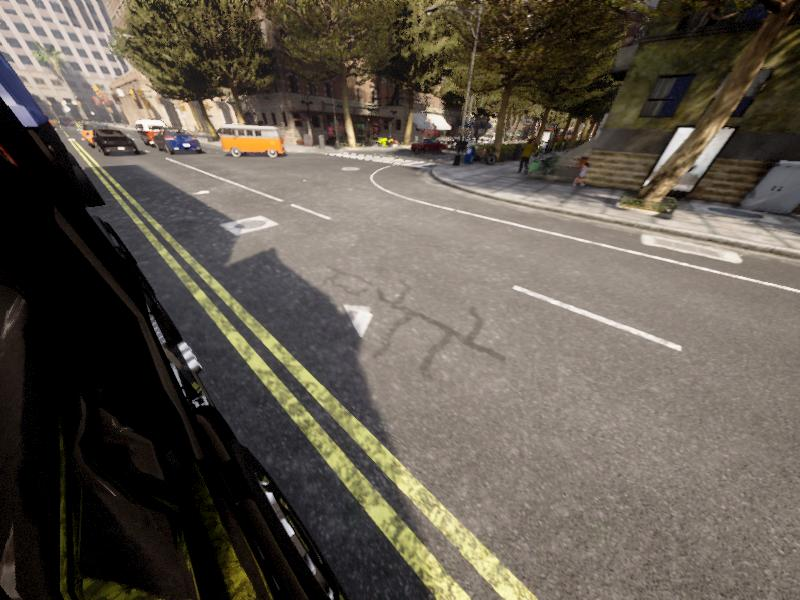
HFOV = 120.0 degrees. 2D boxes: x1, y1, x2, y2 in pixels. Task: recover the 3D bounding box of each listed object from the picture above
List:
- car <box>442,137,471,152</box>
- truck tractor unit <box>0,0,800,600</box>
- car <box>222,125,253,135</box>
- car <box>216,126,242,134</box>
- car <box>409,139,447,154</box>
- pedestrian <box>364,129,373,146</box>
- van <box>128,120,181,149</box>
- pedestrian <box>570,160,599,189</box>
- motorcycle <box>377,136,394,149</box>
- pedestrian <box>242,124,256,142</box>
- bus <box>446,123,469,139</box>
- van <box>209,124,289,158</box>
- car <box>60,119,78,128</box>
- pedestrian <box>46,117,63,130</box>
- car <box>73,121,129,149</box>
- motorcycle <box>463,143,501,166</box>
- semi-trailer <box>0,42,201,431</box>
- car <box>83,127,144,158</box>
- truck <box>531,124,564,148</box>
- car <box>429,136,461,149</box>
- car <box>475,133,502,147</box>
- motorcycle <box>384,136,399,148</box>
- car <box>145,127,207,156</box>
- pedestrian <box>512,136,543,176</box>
[{"bbox_3d":[7.576,-20.849,30.913,1.970,1.475,3.806,28,44,30],"label":"car"},{"bbox_3d":[-2.645,-0.295,0.351,6.516,4.208,3.053,28,44,30],"label":"truck tractor unit"},{"bbox_3d":[-35.556,-37.348,50.816,2.038,1.542,4.974,28,44,30],"label":"car"},{"bbox_3d":[-38.576,-38.454,52.282,1.994,1.385,4.181,28,44,30],"label":"car"},{"bbox_3d":[3.319,-17.898,26.855,1.895,1.301,4.718,28,44,30],"label":"car"},{"bbox_3d":[-4.142,-21.646,30.741,0.751,1.860,0.751,-30,47,-35],"label":"pedestrian"},{"bbox_3d":[-23.211,-15.700,21.838,4.480,2.038,2.069,28,43,30],"label":"van"},{"bbox_3d":[8.497,-5.792,10.665,0.500,1.100,0.500,-18,41,-25],"label":"pedestrian"},{"bbox_3d":[-1.804,-20.040,29.327,2.033,1.145,0.803,8,47,7],"label":"motorcycle"},{"bbox_3d":[-19.167,-21.186,29.313,0.751,1.860,0.751,28,44,31],"label":"pedestrian"},{"bbox_3d":[20.546,-61.358,83.937,3.944,4.253,10.273,-6,37,-10],"label":"bus"},{"bbox_3d":[-11.360,-12.190,17.783,4.442,1.987,1.775,-5,37,-10],"label":"van"},{"bbox_3d":[-76.583,-40.887,53.434,4.193,1.474,1.816,28,44,30],"label":"car"},{"bbox_3d":[-62.208,-31.831,41.625,0.751,1.860,0.751,14,38,16],"label":"pedestrian"},{"bbox_3d":[-26.080,-14.387,20.119,4.553,1.767,2.097,28,44,30],"label":"car"},{"bbox_3d":[6.111,-10.889,17.338,2.356,1.277,0.764,8,27,7],"label":"motorcycle"},{"bbox_3d":[-8.696,-3.582,4.267,14.254,4.402,2.717,28,44,30],"label":"semi-trailer"},{"bbox_3d":[-20.689,-11.423,16.661,4.892,1.490,1.837,28,43,30],"label":"car"},{"bbox_3d":[31.025,-34.403,48.491,2.891,3.827,8.468,28,44,30],"label":"truck"},{"bbox_3d":[6.836,-23.779,34.842,2.231,1.521,4.892,28,44,30],"label":"car"},{"bbox_3d":[16.654,-30.019,43.304,2.435,2.045,5.566,28,44,30],"label":"car"},{"bbox_3d":[-1.053,-20.498,29.916,1.805,1.236,0.856,8,37,7],"label":"motorcycle"},{"bbox_3d":[-17.905,-12.730,18.467,5.027,1.651,2.152,28,43,30],"label":"car"},{"bbox_3d":[7.319,-8.314,13.366,0.751,1.860,0.751,-3,37,-8],"label":"pedestrian"}]
